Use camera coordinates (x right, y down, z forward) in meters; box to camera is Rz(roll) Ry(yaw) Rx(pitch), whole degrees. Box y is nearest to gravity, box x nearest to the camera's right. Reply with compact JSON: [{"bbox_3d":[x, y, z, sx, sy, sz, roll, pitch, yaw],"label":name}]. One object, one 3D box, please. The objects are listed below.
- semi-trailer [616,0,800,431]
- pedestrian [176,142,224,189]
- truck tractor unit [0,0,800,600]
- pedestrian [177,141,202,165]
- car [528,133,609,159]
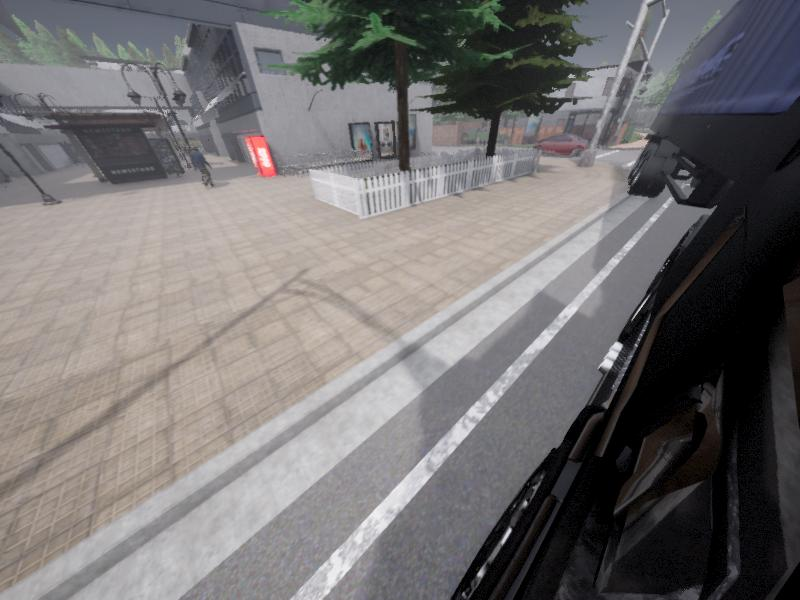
[{"bbox_3d":[7.811,-4.128,4.894,2.717,4.402,14.254,26,46,28],"label":"semi-trailer"},{"bbox_3d":[-9.550,-6.444,11.129,0.751,1.860,0.751,0,37,3],"label":"pedestrian"},{"bbox_3d":[2.645,-0.295,0.351,6.516,4.208,3.053,-28,44,-30],"label":"truck tractor unit"},{"bbox_3d":[-19.668,-13.752,21.626,0.751,1.860,0.751,4,37,10],"label":"pedestrian"},{"bbox_3d":[12.221,-11.399,17.048,1.994,1.385,4.181,-28,43,-30],"label":"car"}]
